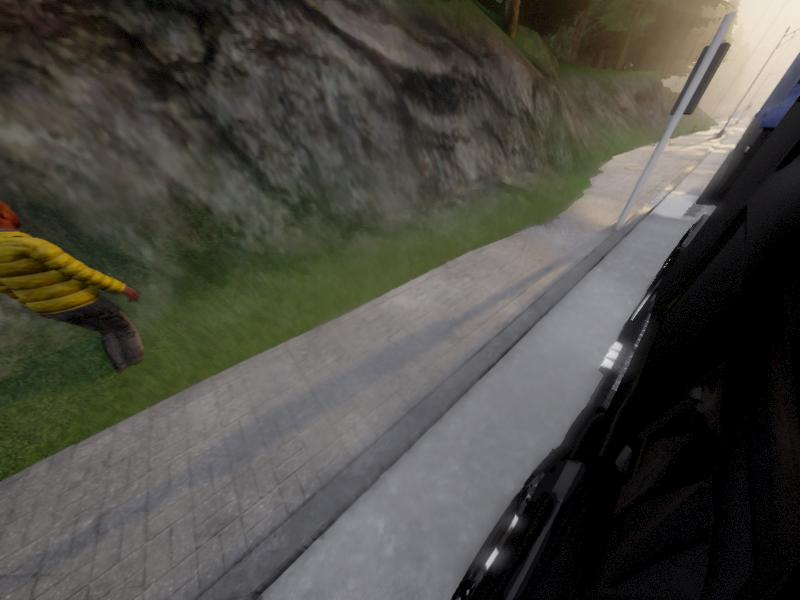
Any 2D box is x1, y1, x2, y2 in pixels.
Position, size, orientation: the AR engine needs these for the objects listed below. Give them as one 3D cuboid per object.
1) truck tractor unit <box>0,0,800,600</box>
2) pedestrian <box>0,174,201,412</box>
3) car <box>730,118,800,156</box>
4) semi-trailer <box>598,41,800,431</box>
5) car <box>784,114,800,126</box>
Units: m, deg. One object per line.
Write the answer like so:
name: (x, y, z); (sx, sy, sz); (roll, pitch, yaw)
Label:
truck tractor unit: (2.645, -0.295, 0.351); (6.516, 4.208, 3.053); (-28, 44, -30)
pedestrian: (-2.823, 0.047, 1.990); (0.751, 1.860, 0.751); (-9, 37, -8)
car: (23.534, -10.407, 14.685); (4.611, 1.667, 2.242); (-28, 44, -30)
semi-trailer: (8.695, -3.606, 4.234); (14.254, 4.402, 2.717); (-28, 44, -30)
car: (66.192, -29.864, 38.265); (4.181, 1.385, 1.994); (-30, 45, -31)
